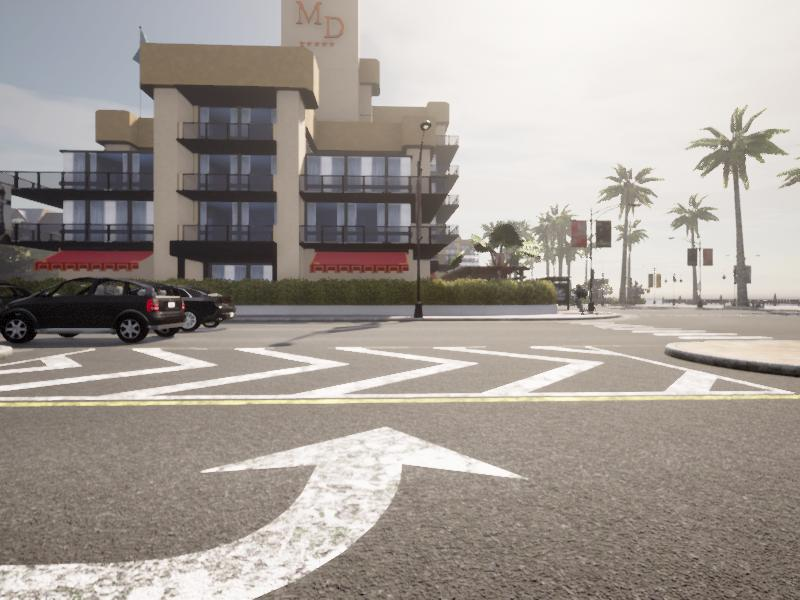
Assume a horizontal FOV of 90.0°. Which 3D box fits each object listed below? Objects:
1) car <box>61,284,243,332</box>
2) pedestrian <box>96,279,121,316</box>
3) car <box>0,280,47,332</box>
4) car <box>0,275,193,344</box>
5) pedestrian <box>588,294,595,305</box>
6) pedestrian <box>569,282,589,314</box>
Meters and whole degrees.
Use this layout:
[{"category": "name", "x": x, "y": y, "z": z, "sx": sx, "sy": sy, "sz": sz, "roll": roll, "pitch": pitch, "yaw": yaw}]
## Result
[{"category": "car", "x": -8.070, "y": 0.245, "z": 13.370, "sx": 4.892, "sy": 1.490, "sz": 1.837, "roll": 0, "pitch": 0, "yaw": -2}, {"category": "pedestrian", "x": -14.800, "y": -0.115, "z": 20.319, "sx": 0.751, "sy": 1.860, "sz": 0.751, "roll": 0, "pitch": 0, "yaw": -3}, {"category": "car", "x": -14.428, "y": 0.189, "z": 13.124, "sx": 3.988, "sy": 1.617, "sz": 1.851, "roll": 0, "pitch": 0, "yaw": -2}, {"category": "car", "x": -7.446, "y": 0.215, "z": 9.891, "sx": 3.705, "sy": 1.549, "sz": 1.789, "roll": 0, "pitch": 0, "yaw": -2}, {"category": "pedestrian", "x": 34.704, "y": -0.116, "z": 72.542, "sx": 0.751, "sy": 1.860, "sz": 0.751, "roll": 0, "pitch": 0, "yaw": -10}, {"category": "pedestrian", "x": 10.552, "y": -0.115, "z": 23.551, "sx": 0.751, "sy": 1.860, "sz": 0.751, "roll": 0, "pitch": 0, "yaw": -27}]
